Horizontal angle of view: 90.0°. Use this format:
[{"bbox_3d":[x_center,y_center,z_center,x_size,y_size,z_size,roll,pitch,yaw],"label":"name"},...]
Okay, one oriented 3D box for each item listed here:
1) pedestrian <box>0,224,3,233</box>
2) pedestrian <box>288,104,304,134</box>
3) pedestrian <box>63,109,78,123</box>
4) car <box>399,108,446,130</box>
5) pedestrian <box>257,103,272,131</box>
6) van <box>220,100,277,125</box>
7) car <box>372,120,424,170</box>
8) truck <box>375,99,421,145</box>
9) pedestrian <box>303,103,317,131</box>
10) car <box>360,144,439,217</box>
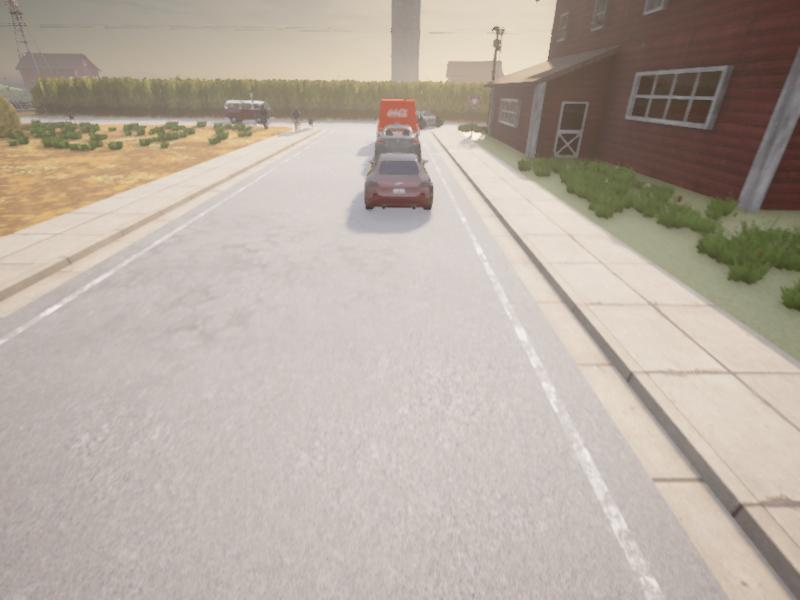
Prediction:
[{"bbox_3d":[-8.991,-2.130,7.946,0.751,1.860,0.751,-3,28,-6],"label":"pedestrian"},{"bbox_3d":[-7.363,-12.849,28.439,0.751,1.860,0.751,2,28,2],"label":"pedestrian"},{"bbox_3d":[-28.442,-15.874,34.547,0.500,1.100,0.500,0,28,-1],"label":"pedestrian"},{"bbox_3d":[2.107,-16.401,36.212,2.038,1.542,4.974,17,32,28],"label":"car"},{"bbox_3d":[-10.210,-13.783,30.150,0.751,1.860,0.751,-4,28,-8],"label":"pedestrian"},{"bbox_3d":[-14.536,-18.123,38.562,4.480,2.038,2.069,1,28,0],"label":"van"},{"bbox_3d":[-0.099,-7.476,19.011,2.152,1.651,5.027,0,28,-1],"label":"car"},{"bbox_3d":[-0.135,-11.655,26.022,2.627,2.467,5.204,1,26,0],"label":"truck"},{"bbox_3d":[-6.941,-14.156,30.945,0.751,1.860,0.751,1,28,0],"label":"pedestrian"},{"bbox_3d":[-0.061,-3.823,12.316,1.994,1.385,4.181,0,28,-1],"label":"car"}]
